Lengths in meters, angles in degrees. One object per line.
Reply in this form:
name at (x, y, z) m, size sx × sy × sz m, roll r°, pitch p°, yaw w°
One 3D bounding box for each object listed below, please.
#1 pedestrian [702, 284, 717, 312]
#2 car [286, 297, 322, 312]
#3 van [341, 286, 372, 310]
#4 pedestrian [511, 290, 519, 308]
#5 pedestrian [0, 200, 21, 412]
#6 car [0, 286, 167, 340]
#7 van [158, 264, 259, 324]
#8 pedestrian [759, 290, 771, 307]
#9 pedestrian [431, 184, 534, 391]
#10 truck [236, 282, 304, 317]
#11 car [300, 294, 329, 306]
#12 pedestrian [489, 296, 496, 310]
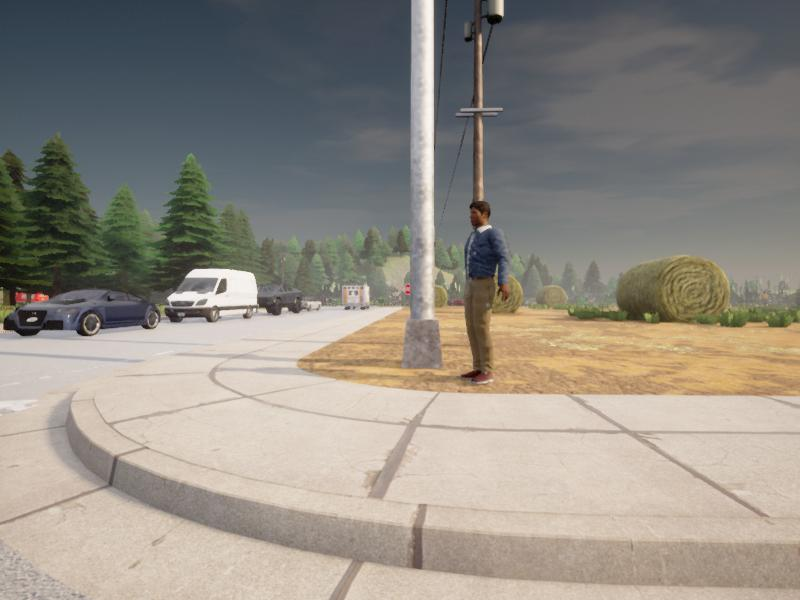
pedestrian at (20.630, -0.119, 26.687) m, size 0.751 × 1.860 × 0.751 m, roll 0°, pitch 0°, yaw 42°
car at (-8.417, 0.370, 35.422) m, size 1.895 × 1.301 × 4.718 m, roll 0°, pitch 0°, yaw 3°
van at (-4.520, -0.196, 42.865) m, size 2.351 × 2.431 × 6.366 m, roll 0°, pitch 0°, yaw 3°
pedestrian at (12.363, -0.114, 43.028) m, size 0.751 × 1.860 × 0.751 m, roll 0°, pitch 0°, yaw 28°
pedestrian at (-3.952, 0.056, 3.471) m, size 0.751 × 1.860 × 0.751 m, roll 0°, pitch 0°, yaw 27°
car at (-9.547, 0.334, 12.483) m, size 1.994 × 1.385 × 4.181 m, roll 0°, pitch 0°, yaw 3°
van at (-9.176, -0.251, 19.959) m, size 1.988 × 2.561 × 5.915 m, roll 0°, pitch 0°, yaw 3°
pedestrian at (40.661, -0.122, 44.567) m, size 0.751 × 1.860 × 0.751 m, roll 0°, pitch 0°, yaw -28°
pedestrian at (0.807, -0.111, 4.065) m, size 0.751 × 1.860 × 0.751 m, roll 0°, pitch 0°, yaw -17°
truck at (-8.762, -0.031, 27.826) m, size 2.390 × 2.098 × 6.274 m, roll 0°, pitch 0°, yaw 3°
car at (-13.126, 0.038, 61.439) m, size 3.866 × 1.878 × 1.905 m, roll 0°, pitch 0°, yaw 8°
pedestrian at (7.416, 0.270, 32.078) m, size 0.500 × 1.100 × 0.500 m, roll 0°, pitch 0°, yaw 25°
